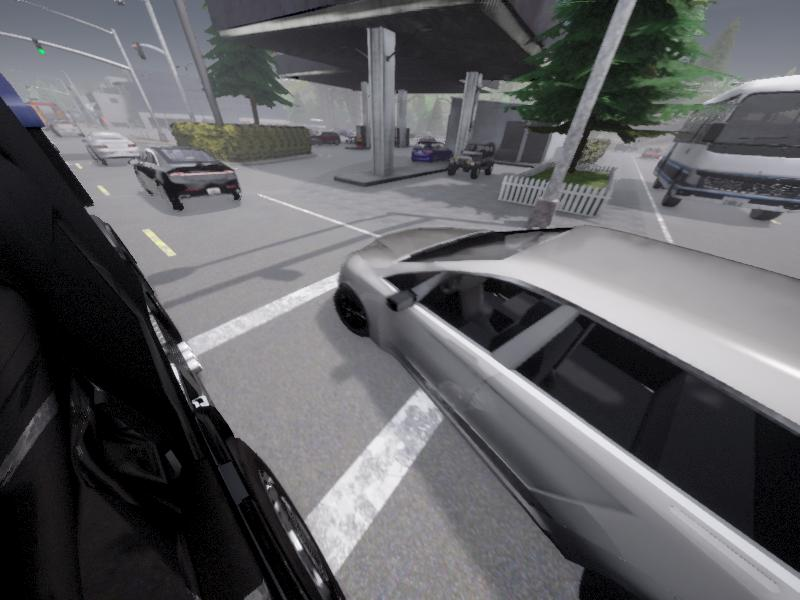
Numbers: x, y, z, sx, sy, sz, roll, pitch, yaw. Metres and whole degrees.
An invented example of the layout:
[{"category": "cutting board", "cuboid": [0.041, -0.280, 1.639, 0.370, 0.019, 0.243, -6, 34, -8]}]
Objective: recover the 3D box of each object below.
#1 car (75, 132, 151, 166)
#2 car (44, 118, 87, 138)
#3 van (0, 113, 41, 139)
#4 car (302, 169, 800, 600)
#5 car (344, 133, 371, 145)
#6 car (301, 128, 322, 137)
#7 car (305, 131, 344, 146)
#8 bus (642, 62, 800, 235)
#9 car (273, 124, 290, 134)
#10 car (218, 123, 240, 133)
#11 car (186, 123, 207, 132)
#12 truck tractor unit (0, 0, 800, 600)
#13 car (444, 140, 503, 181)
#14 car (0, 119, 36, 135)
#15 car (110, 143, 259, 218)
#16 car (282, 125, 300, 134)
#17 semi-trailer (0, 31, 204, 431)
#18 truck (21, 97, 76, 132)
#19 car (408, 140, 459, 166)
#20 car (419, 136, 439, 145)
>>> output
[{"category": "car", "cuboid": [-16.674, -8.834, 13.401, 4.674, 1.442, 1.812, 25, 42, 30]}, {"category": "car", "cuboid": [-40.024, -20.570, 27.623, 5.027, 1.651, 2.152, 26, 43, 28]}, {"category": "van", "cuboid": [-39.659, -17.845, 23.624, 4.480, 2.038, 2.069, 23, 41, 25]}, {"category": "car", "cuboid": [1.191, 0.198, 2.114, 2.242, 1.667, 4.611, -23, 45, -30]}, {"category": "car", "cuboid": [-6.788, -25.914, 37.199, 1.970, 1.475, 3.806, 27, 43, 29]}, {"category": "car", "cuboid": [-19.362, -36.671, 50.589, 4.514, 1.523, 2.007, 26, 43, 28]}, {"category": "car", "cuboid": [-10.708, -23.127, 33.093, 2.033, 1.649, 4.856, 27, 43, 29]}, {"category": "bus", "cuboid": [15.177, -6.833, 10.469, 3.944, 4.253, 10.273, 27, 43, 29]}, {"category": "car", "cuboid": [-31.457, -45.468, 61.354, 3.866, 1.878, 1.905, 26, 43, 28]}, {"category": "car", "cuboid": [-39.338, -39.617, 53.147, 5.027, 1.636, 2.152, 26, 43, 28]}, {"category": "car", "cuboid": [-43.038, -36.524, 48.899, 3.806, 1.475, 1.970, 26, 43, 28]}, {"category": "truck tractor unit", "cuboid": [-2.645, -0.295, 0.352, 6.516, 4.208, 3.053, 28, 44, 30]}, {"category": "car", "cuboid": [4.789, -9.091, 14.901, 1.905, 1.878, 3.866, 26, 43, 28]}, {"category": "car", "cuboid": [-46.762, -21.132, 28.196, 4.181, 1.385, 1.994, 27, 43, 29]}, {"category": "car", "cuboid": [-7.106, -4.131, 7.580, 4.902, 1.511, 2.128, 25, 40, 30]}, {"category": "car", "cuboid": [-29.993, -46.927, 63.437, 4.605, 1.855, 1.932, 26, 43, 28]}, {"category": "semi-trailer", "cuboid": [-8.816, -3.507, 4.131, 14.254, 4.402, 2.717, 27, 43, 29]}, {"category": "truck", "cuboid": [-54.292, -28.552, 35.685, 8.468, 3.827, 2.891, 26, 43, 29]}, {"category": "car", "cuboid": [2.998, -13.125, 20.507, 2.242, 1.667, 4.611, 26, 43, 28]}, {"category": "car", "cuboid": [5.725, -31.586, 45.656, 1.994, 1.385, 4.181, 27, 43, 29]}]
